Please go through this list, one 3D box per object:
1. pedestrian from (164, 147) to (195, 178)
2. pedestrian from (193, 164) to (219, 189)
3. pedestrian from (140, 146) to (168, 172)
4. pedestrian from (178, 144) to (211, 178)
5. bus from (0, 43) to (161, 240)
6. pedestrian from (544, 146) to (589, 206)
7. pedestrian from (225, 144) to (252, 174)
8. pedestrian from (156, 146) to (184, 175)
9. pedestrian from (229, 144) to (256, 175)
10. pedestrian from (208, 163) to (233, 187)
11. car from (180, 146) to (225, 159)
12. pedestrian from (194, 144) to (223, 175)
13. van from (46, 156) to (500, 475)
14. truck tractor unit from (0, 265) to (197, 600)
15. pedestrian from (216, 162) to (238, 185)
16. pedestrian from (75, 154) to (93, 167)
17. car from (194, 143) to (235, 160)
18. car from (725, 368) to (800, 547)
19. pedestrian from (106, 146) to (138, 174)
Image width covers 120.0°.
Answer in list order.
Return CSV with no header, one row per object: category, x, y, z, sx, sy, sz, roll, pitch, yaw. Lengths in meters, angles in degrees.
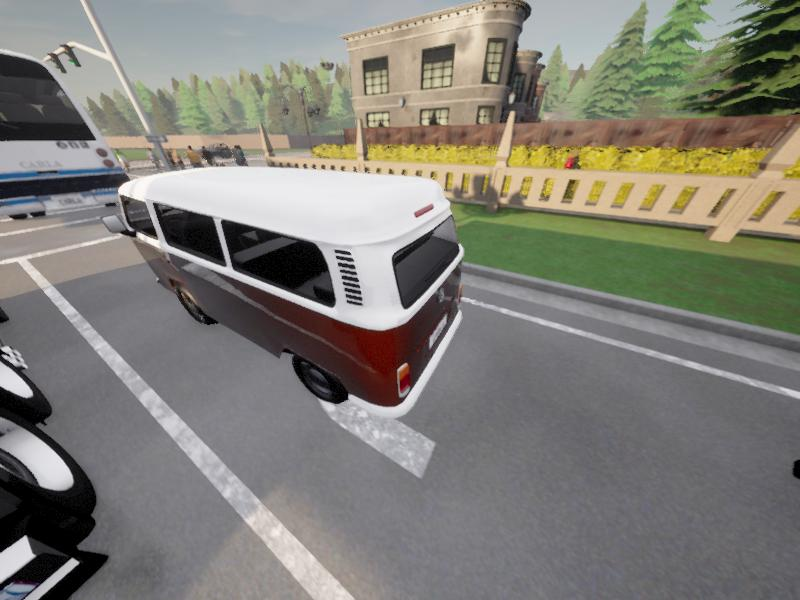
pedestrian,-15.930,-9.974,16.732,0.751,1.860,0.751,22,40,28
pedestrian,-9.979,-6.356,11.903,0.500,1.100,0.500,-5,35,-7
pedestrian,-20.982,-12.037,19.723,0.751,1.860,0.751,15,38,21
pedestrian,-13.379,-9.053,15.078,0.751,1.860,0.751,23,41,30
bus,-14.426,-5.897,8.828,10.273,4.253,3.944,23,41,30
pedestrian,6.216,-4.656,8.695,0.751,1.860,0.751,19,39,25
pedestrian,-11.781,-10.324,16.941,0.751,1.860,0.751,4,35,7
pedestrian,-18.160,-11.057,18.300,0.751,1.860,0.751,24,41,30
pedestrian,-11.228,-10.041,16.531,0.751,1.860,0.751,6,35,10
pedestrian,-9.601,-6.699,12.391,0.500,1.100,0.500,12,37,18
car,-29.862,-22.428,35.091,1.812,1.442,4.674,18,39,25
pedestrian,-13.773,-10.133,16.679,0.751,1.860,0.751,15,38,21
van,-1.498,-0.534,2.990,4.480,2.038,2.069,18,39,24
truck tractor unit,-5.121,-0.289,0.787,6.516,4.208,3.053,18,39,24
pedestrian,-9.679,-7.081,12.941,0.500,1.100,0.500,20,40,26
pedestrian,-32.070,-14.112,23.437,0.500,1.100,0.500,16,38,22
car,-26.811,-21.640,33.551,1.905,1.878,3.866,18,39,25
car,4.883,1.748,0.115,4.974,1.542,2.038,18,39,24
pedestrian,-22.206,-11.153,18.464,0.751,1.860,0.751,20,40,26
